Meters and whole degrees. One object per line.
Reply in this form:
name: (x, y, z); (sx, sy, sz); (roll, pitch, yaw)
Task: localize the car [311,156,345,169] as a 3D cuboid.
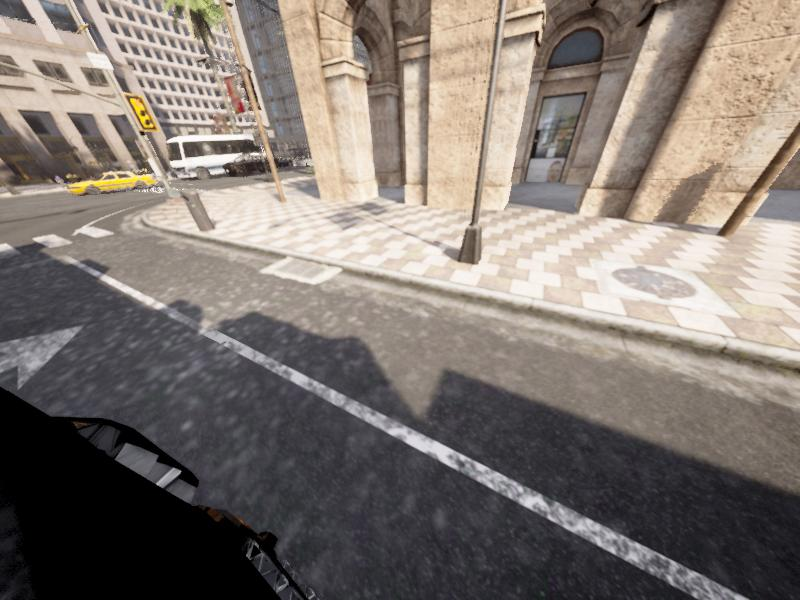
car: (-10.500, -20.321, 34.180); (1.895, 1.301, 4.718); (14, 37, 24)

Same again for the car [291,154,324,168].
car: (-15.431, -23.437, 38.922); (2.242, 1.667, 4.611); (14, 37, 24)

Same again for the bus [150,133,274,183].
bus: (-21.781, -17.484, 28.117); (3.944, 4.253, 10.273); (15, 39, 25)

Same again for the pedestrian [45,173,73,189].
pedestrian: (-33.459, -11.693, 22.707); (0.751, 1.300, 0.751); (-1, 34, 3)

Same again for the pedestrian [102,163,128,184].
pedestrian: (-30.609, -13.584, 24.818); (0.751, 1.860, 0.751); (-15, 35, -17)

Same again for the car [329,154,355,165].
car: (-10.217, -24.786, 40.809); (1.994, 1.385, 4.181); (14, 37, 24)

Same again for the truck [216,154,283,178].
truck: (-18.171, -16.520, 28.347); (2.390, 2.098, 6.274); (14, 37, 24)

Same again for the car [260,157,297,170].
car: (-19.795, -22.389, 37.866); (2.163, 1.488, 4.792); (14, 37, 24)

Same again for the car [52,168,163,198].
car: (-24.059, -9.934, 19.377); (1.801, 1.575, 5.366); (14, 38, 24)
